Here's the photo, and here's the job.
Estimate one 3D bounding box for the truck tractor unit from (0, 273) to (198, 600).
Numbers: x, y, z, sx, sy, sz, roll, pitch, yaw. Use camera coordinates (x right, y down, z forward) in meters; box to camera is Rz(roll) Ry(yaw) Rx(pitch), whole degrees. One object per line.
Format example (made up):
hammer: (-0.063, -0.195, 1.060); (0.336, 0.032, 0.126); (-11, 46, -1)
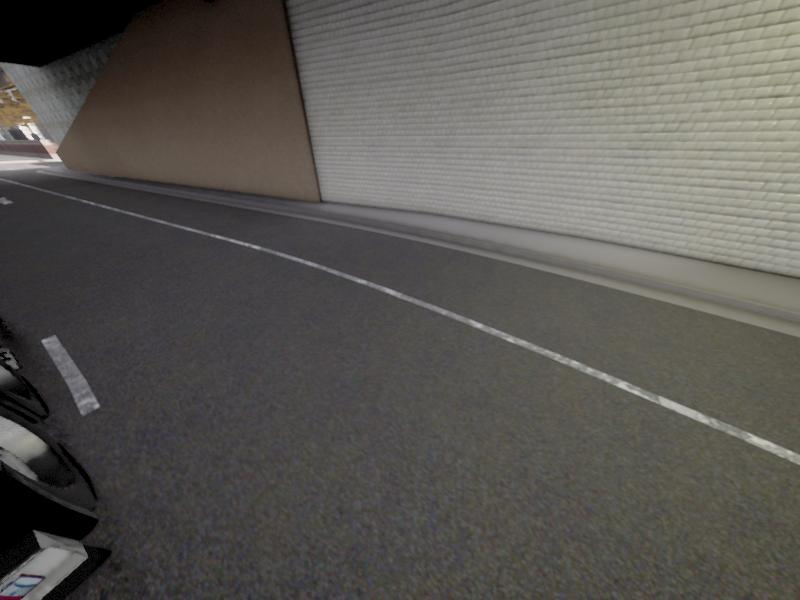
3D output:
truck tractor unit: (-5.125, -0.287, 0.754); (6.516, 4.208, 3.053); (18, 39, 23)
